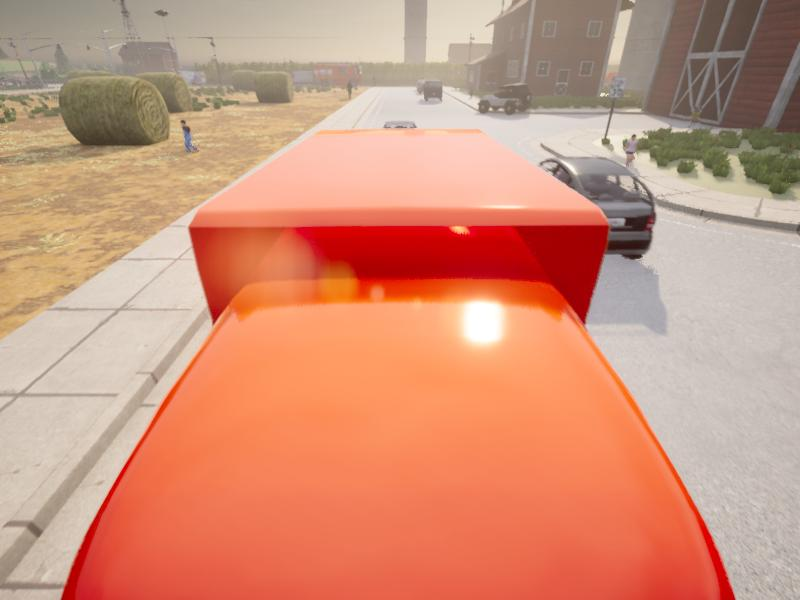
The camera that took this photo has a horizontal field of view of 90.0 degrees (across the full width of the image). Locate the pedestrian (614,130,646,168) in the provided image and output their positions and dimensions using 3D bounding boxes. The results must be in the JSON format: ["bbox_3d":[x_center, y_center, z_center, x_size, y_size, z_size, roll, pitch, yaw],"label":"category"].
[{"bbox_3d":[7.568,-4.963,13.175,0.500,1.100,0.500,1,30,2],"label":"pedestrian"}]

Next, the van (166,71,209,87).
[{"bbox_3d":[-39.263,-40.918,74.057,6.366,2.431,2.351,1,30,2],"label":"van"}]

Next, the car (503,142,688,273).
[{"bbox_3d":[3.498,-2.075,8.095,1.789,1.549,3.705,0,30,0],"label":"car"}]

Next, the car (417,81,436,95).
[{"bbox_3d":[3.491,-28.536,53.711,2.163,1.488,4.792,0,30,0],"label":"car"}]

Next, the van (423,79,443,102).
[{"bbox_3d":[3.493,-22.494,42.808,1.775,1.987,4.442,0,30,0],"label":"van"}]

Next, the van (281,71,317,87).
[{"bbox_3d":[-18.560,-40.774,73.734,5.915,2.561,1.988,0,30,1],"label":"van"}]

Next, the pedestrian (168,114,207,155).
[{"bbox_3d":[-8.109,-6.347,15.334,0.751,1.300,0.751,16,34,25],"label":"pedestrian"}]

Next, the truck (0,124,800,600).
[{"bbox_3d":[-0.007,0.250,3.181,2.627,2.467,5.204,0,30,0],"label":"truck"}]

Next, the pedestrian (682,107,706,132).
[{"bbox_3d":[15.294,-9.411,20.847,0.500,1.100,0.500,-10,32,-17],"label":"pedestrian"}]

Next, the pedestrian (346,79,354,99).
[{"bbox_3d":[-5.222,-22.001,41.721,0.751,1.860,0.751,-3,30,-6],"label":"pedestrian"}]

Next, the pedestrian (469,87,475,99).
[{"bbox_3d":[7.674,-22.208,42.853,0.500,1.100,0.500,3,30,5],"label":"pedestrian"}]

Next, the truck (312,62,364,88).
[{"bbox_3d":[-10.815,-39.500,70.279,8.468,3.827,2.891,0,30,1],"label":"truck"}]

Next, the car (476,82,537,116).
[{"bbox_3d":[7.658,-14.699,29.180,1.905,1.878,3.866,-30,39,-32],"label":"car"}]

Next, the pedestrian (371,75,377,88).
[{"bbox_3d":[-4.282,-36.219,66.208,0.751,1.860,0.751,4,30,8],"label":"pedestrian"}]

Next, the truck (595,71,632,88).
[{"bbox_3d":[39.225,-40.597,73.587,5.204,2.467,2.627,18,35,28],"label":"truck"}]

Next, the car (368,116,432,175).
[{"bbox_3d":[-0.005,-5.740,14.587,1.994,1.385,4.181,0,30,0],"label":"car"}]
